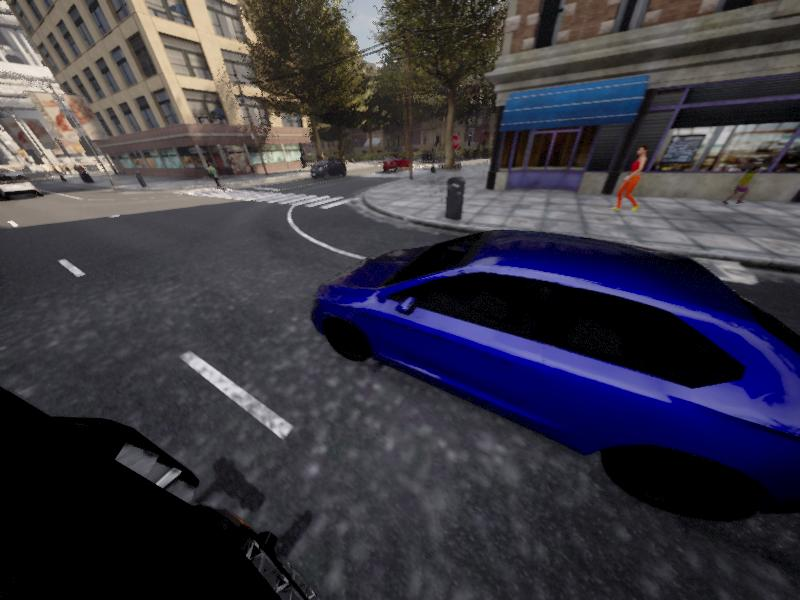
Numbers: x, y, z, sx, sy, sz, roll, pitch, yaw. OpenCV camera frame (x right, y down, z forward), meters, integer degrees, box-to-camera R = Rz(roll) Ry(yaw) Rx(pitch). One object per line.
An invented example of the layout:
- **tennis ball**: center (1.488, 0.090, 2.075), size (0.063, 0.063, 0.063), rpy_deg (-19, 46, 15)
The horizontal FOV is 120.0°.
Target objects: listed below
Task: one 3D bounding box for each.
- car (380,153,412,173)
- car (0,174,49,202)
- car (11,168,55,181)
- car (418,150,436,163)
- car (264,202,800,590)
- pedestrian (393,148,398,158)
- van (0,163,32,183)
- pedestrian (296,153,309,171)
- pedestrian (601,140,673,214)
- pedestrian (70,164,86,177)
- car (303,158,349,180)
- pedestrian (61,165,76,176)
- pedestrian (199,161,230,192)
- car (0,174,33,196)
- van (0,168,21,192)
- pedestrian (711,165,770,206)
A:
- **car**: center (-0.336, -14.576, 24.532), size (1.789, 1.549, 3.705), rpy_deg (15, 38, 25)
- **car**: center (-30.336, -8.884, 18.159), size (4.514, 1.525, 2.007), rpy_deg (16, 38, 26)
- **car**: center (-62.625, -21.503, 39.472), size (1.845, 1.501, 3.633), rpy_deg (16, 38, 26)
- **car**: center (4.120, -22.687, 36.441), size (1.882, 1.535, 5.008), rpy_deg (-4, 34, -3)
- **car**: center (0.913, 0.061, 2.465), size (4.193, 1.474, 1.816), rpy_deg (16, 38, 26)
- **pedestrian**: center (-1.043, -33.391, 52.329), size (0.751, 1.860, 0.751), rpy_deg (16, 38, 25)
- **van**: center (-61.762, -18.885, 34.680), size (2.351, 2.431, 6.366), rpy_deg (16, 38, 26)
- **pedestrian**: center (-11.970, -16.978, 28.397), size (0.751, 1.860, 0.751), rpy_deg (22, 41, 33)
- **pedestrian**: center (7.000, -3.662, 6.961), size (0.751, 1.860, 0.751), rpy_deg (15, 37, 24)
- **pedestrian**: center (-54.492, -21.834, 39.073), size (0.751, 1.860, 0.751), rpy_deg (20, 40, 30)
- **car**: center (-6.670, -12.123, 21.318), size (1.845, 1.501, 3.633), rpy_deg (15, 37, 25)
- **pedestrian**: center (-62.381, -24.402, 43.513), size (0.751, 1.860, 0.751), rpy_deg (15, 37, 25)
- **pedestrian**: center (-12.933, -8.622, 16.155), size (0.751, 1.860, 0.751), rpy_deg (13, 37, 23)
- **car**: center (-35.758, -10.452, 20.910), size (3.633, 1.501, 1.845), rpy_deg (16, 38, 26)
- **van**: center (-41.569, -12.259, 23.641), size (4.442, 1.987, 1.775), rpy_deg (16, 38, 26)
- **pedestrian**: center (10.737, -3.634, 7.337), size (0.500, 1.100, 0.500), rpy_deg (17, 38, 27)
